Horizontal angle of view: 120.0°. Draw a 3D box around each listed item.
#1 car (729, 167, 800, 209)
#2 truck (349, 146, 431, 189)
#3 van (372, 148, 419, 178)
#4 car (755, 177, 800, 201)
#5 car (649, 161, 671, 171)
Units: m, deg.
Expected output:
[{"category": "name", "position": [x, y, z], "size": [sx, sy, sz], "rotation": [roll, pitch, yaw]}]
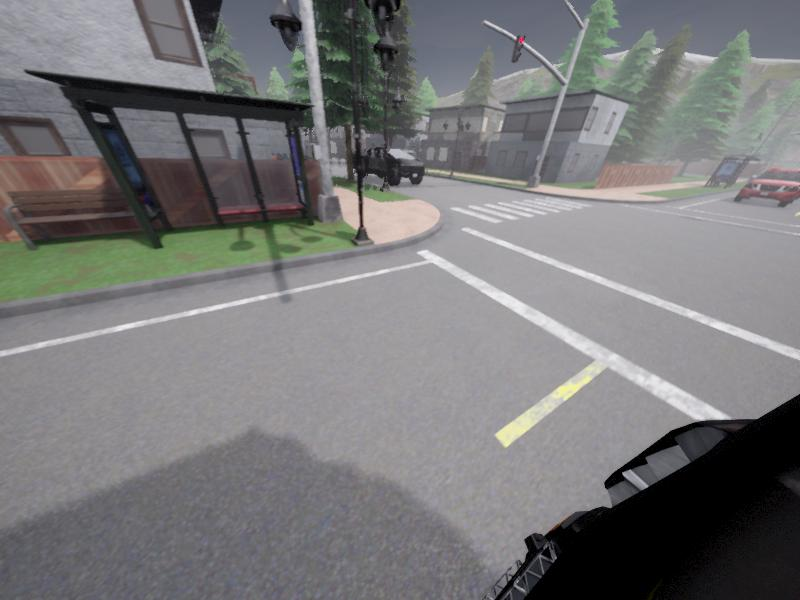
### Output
[{"category": "car", "position": [25.346, -7.651, 15.567], "size": [5.566, 2.045, 2.150], "rotation": [-16, 38, -26]}, {"category": "truck", "position": [-0.963, -9.643, 16.516], "size": [2.390, 2.098, 6.274], "rotation": [-22, 41, -33]}, {"category": "van", "position": [-0.566, -12.404, 20.818], "size": [1.775, 1.987, 4.442], "rotation": [-23, 41, -33]}, {"category": "car", "position": [32.245, -9.342, 19.255], "size": [4.181, 1.385, 1.994], "rotation": [-16, 38, -26]}, {"category": "car", "position": [61.305, -31.698, 54.469], "size": [4.605, 1.855, 1.932], "rotation": [-17, 38, -27]}]
